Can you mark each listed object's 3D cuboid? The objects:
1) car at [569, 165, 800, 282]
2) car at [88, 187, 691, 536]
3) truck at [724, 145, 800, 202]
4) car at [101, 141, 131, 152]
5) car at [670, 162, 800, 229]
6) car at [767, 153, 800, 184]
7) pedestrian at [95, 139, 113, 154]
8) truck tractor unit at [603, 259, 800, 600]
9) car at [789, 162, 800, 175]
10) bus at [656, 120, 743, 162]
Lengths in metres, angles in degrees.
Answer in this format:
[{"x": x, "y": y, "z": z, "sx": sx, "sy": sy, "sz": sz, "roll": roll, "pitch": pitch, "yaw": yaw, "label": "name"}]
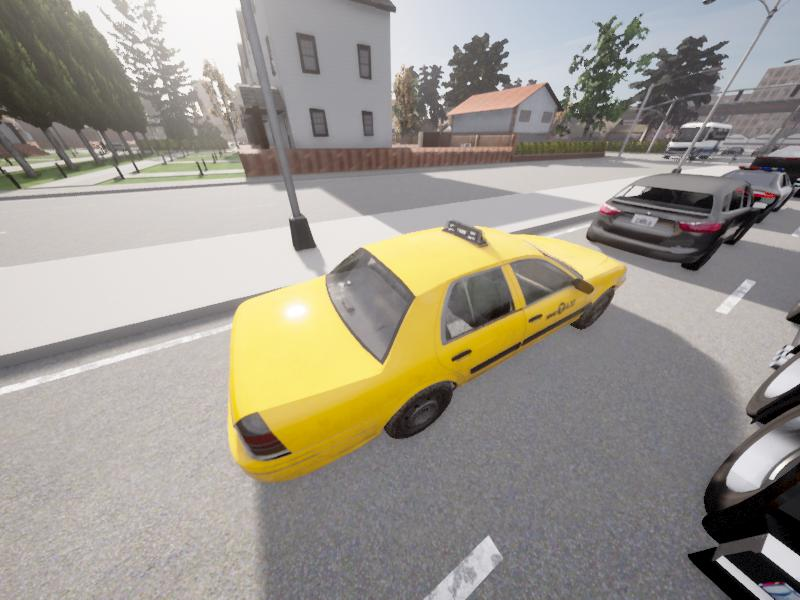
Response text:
[{"x": 7.038, "y": -2.239, "z": 5.795, "sx": 4.611, "sy": 1.667, "sz": 2.242, "roll": -18, "pitch": 39, "yaw": -25, "label": "car"}, {"x": 0.909, "y": -0.201, "z": 2.905, "sx": 5.366, "sy": 1.575, "sz": 1.801, "roll": -18, "pitch": 39, "yaw": -24, "label": "car"}, {"x": 20.513, "y": -6.816, "z": 12.084, "sx": 6.274, "sy": 2.098, "sz": 2.390, "roll": -18, "pitch": 39, "yaw": -24, "label": "truck"}, {"x": -57.352, "y": -31.045, "z": 46.680, "sx": 4.856, "sy": 1.649, "sz": 2.033, "roll": 17, "pitch": 38, "yaw": 22, "label": "car"}, {"x": 12.932, "y": -4.108, "z": 8.640, "sx": 4.974, "sy": 1.542, "sz": 2.038, "roll": -18, "pitch": 39, "yaw": -24, "label": "car"}, {"x": 28.128, "y": -9.070, "z": 15.868, "sx": 4.974, "sy": 1.542, "sz": 2.038, "roll": -18, "pitch": 39, "yaw": -24, "label": "car"}, {"x": -44.388, "y": -22.995, "z": 34.636, "sx": 0.751, "sy": 1.860, "sz": 0.751, "roll": 18, "pitch": 39, "yaw": 24, "label": "pedestrian"}, {"x": 5.105, "y": -0.305, "z": 0.800, "sx": 6.516, "sy": 4.208, "sz": 3.053, "roll": -18, "pitch": 39, "yaw": -25, "label": "truck tractor unit"}, {"x": 35.023, "y": -11.226, "z": 19.218, "sx": 4.718, "sy": 1.301, "sz": 1.895, "roll": -18, "pitch": 39, "yaw": -24, "label": "car"}, {"x": 41.981, "y": -22.221, "z": 32.461, "sx": 10.273, "sy": 4.253, "sz": 3.944, "roll": -18, "pitch": 39, "yaw": -24, "label": "bus"}]
